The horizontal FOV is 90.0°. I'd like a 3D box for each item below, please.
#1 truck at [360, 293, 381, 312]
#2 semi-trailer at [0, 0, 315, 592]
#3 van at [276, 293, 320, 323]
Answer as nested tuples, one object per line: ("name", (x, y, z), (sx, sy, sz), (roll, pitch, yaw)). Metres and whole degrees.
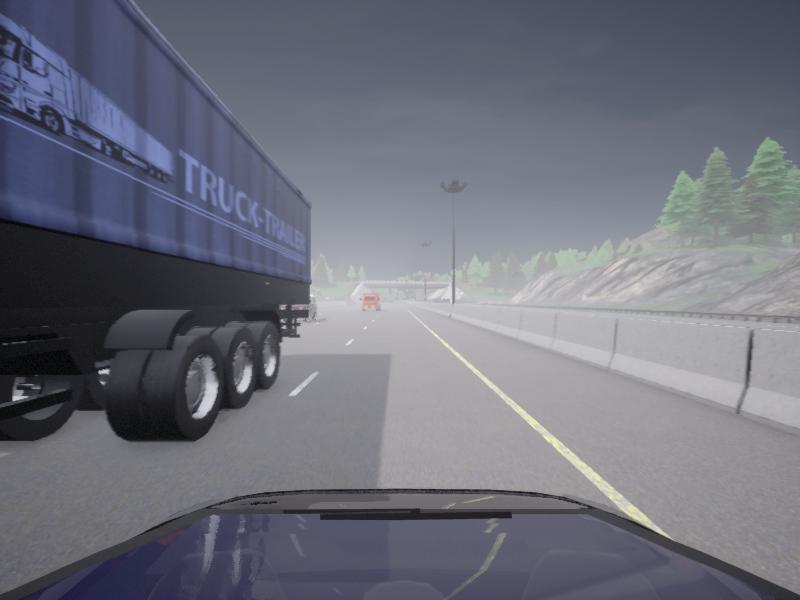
("truck", (-4.008, 0.316, 55.041), (2.627, 2.467, 5.204), (0, 0, 0))
("semi-trailer", (-3.530, -0.619, 3.237), (2.717, 4.402, 14.254), (0, 0, 0))
("van", (-7.259, 0.554, 28.894), (2.069, 2.038, 4.480), (0, 0, -1))
